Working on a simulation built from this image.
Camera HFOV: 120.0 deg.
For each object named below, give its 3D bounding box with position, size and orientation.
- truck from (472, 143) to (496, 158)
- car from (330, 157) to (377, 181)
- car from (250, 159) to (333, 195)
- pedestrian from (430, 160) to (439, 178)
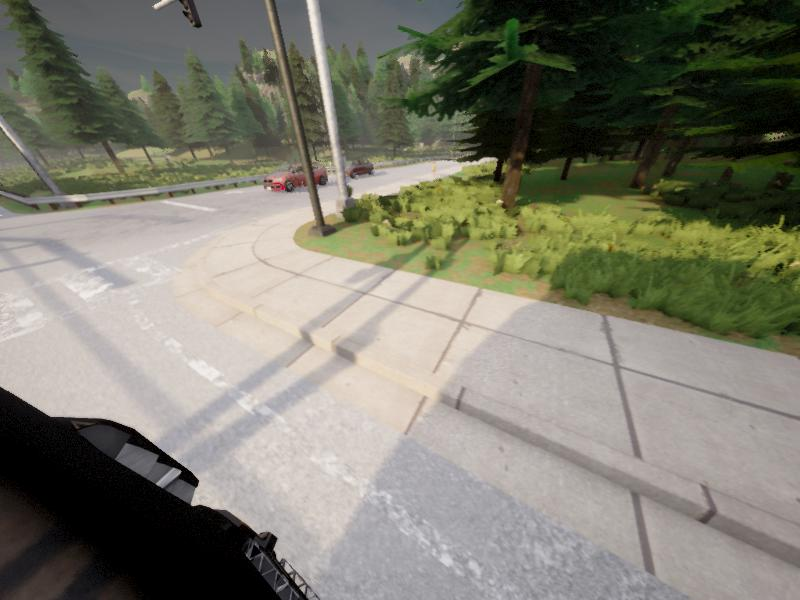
[{"bbox_3d":[15.867,-28.167,43.494,2.390,2.098,6.274,16,38,27],"label":"truck"},{"bbox_3d":[-4.079,-11.936,20.966,1.816,1.474,4.193,15,37,25],"label":"car"},{"bbox_3d":[-7.290,-8.687,16.108,2.242,1.667,4.611,15,37,25],"label":"car"},{"bbox_3d":[2.491,-9.493,16.799,0.500,1.100,0.500,7,35,15],"label":"pedestrian"}]
